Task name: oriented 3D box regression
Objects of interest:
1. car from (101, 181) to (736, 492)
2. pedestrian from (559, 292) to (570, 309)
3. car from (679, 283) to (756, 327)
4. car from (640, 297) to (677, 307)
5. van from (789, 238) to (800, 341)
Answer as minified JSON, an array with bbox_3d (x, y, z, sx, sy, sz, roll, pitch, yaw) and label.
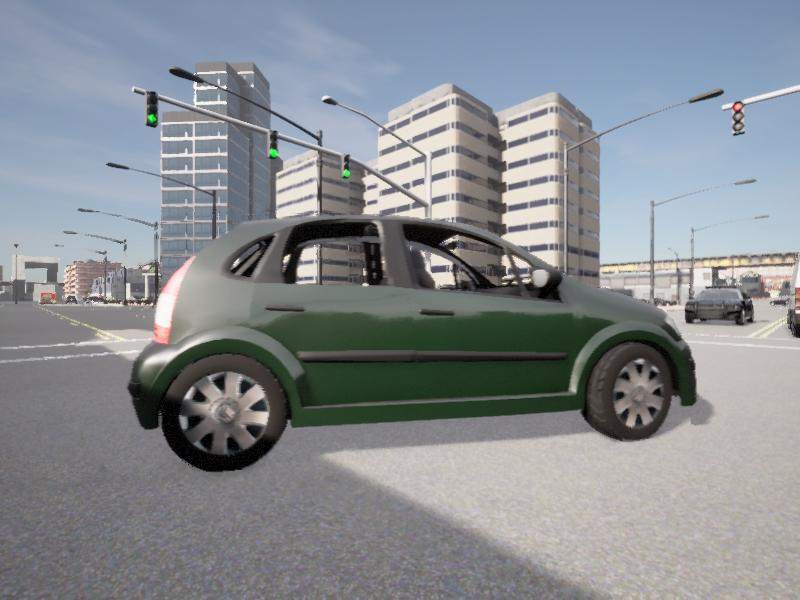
[{"bbox_3d":[0.234,0.189,3.360,3.988,1.617,1.851,0,0,-11],"label":"car"},{"bbox_3d":[18.473,0.017,44.919,0.751,1.860,0.751,0,0,-26],"label":"pedestrian"},{"bbox_3d":[13.757,0.183,17.194,5.238,1.638,1.930,0,0,-44],"label":"car"},{"bbox_3d":[44.977,0.330,69.696,5.238,1.638,1.930,-1,-1,45],"label":"car"},{"bbox_3d":[12.633,-0.268,11.518,1.988,2.561,5.915,0,0,43],"label":"van"}]
